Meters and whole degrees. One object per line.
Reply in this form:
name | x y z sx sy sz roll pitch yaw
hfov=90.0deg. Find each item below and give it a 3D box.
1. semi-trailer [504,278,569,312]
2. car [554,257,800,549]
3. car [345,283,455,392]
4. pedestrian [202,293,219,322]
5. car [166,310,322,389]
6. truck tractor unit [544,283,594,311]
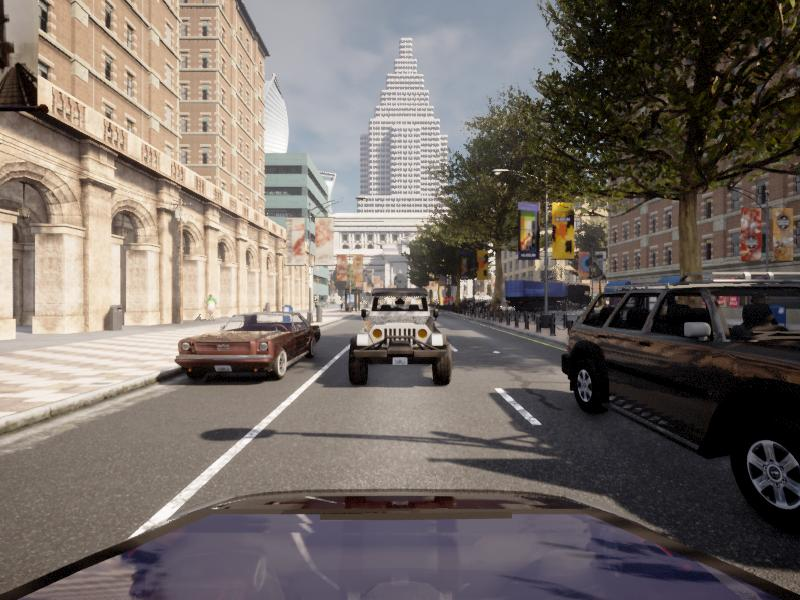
semi-trailer | 19.809 -0.622 57.076 2.717 4.402 14.254 -1 -1 45
car | 3.501 0.653 4.281 1.932 1.855 4.605 0 0 0
car | -0.001 0.647 8.863 1.905 1.878 3.866 0 0 0
pedestrian | -12.438 0.489 26.310 0.751 1.860 0.751 0 0 0
car | -3.250 0.940 9.526 1.895 1.301 4.718 0 0 0
truck tractor unit | 25.937 -0.506 61.578 6.516 4.208 3.053 0 0 -7
